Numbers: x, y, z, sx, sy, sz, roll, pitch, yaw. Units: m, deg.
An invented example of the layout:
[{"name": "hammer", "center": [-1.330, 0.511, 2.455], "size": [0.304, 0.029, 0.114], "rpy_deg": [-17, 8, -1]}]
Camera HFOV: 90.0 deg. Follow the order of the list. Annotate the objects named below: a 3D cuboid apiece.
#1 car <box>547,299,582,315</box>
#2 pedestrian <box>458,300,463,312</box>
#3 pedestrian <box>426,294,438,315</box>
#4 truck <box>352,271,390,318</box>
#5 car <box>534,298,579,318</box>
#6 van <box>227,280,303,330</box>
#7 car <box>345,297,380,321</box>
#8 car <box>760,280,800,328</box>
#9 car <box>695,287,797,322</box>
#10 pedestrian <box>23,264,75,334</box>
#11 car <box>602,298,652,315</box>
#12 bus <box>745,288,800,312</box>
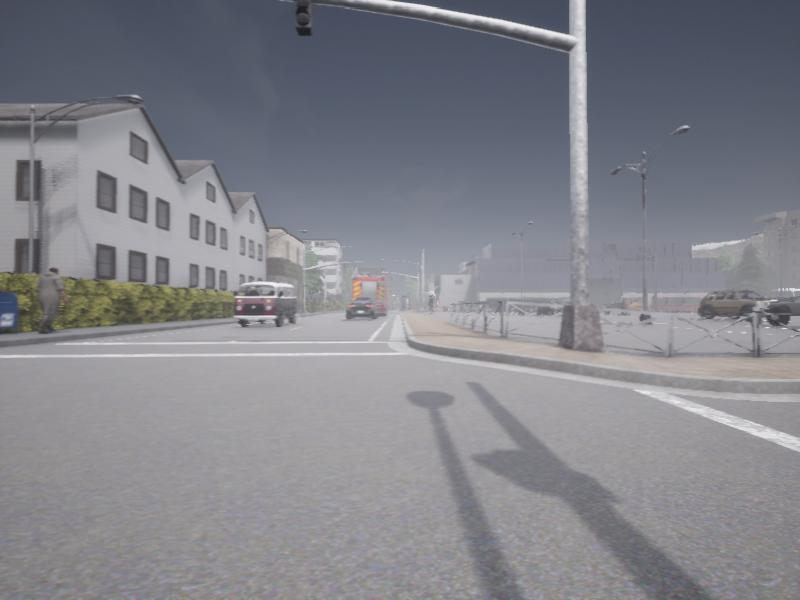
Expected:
[{"name": "car", "center": [16.541, 0.715, 40.389], "size": [1.970, 1.475, 3.806], "rpy_deg": [0, -1, 0]}, {"name": "pedestrian", "center": [9.532, 1.011, 63.366], "size": [0.751, 1.860, 0.751], "rpy_deg": [0, -1, 9]}, {"name": "pedestrian", "center": [2.840, 0.413, 35.627], "size": [0.751, 1.860, 0.751], "rpy_deg": [0, -1, -22]}, {"name": "truck", "center": [-2.518, -0.396, 36.933], "size": [2.891, 3.827, 8.468], "rpy_deg": [0, -1, 0]}, {"name": "car", "center": [12.904, 0.668, 33.327], "size": [2.007, 1.523, 4.514], "rpy_deg": [0, -1, 0]}, {"name": "van", "center": [-6.017, 0.180, 18.461], "size": [2.069, 2.038, 4.480], "rpy_deg": [0, 0, -2]}, {"name": "car", "center": [-2.514, 0.599, 27.997], "size": [2.038, 1.542, 4.974], "rpy_deg": [0, -1, 0]}, {"name": "car", "center": [16.623, 0.137, 15.467], "size": [1.905, 1.878, 3.866], "rpy_deg": [0, -1, 0]}, {"name": "car", "center": [19.881, 0.285, 23.346], "size": [1.932, 1.855, 4.605], "rpy_deg": [0, -1, 0]}, {"name": "pedestrian", "center": [-9.642, -0.017, 11.022], "size": [0.751, 1.860, 0.751], "rpy_deg": [0, -1, 7]}, {"name": "car", "center": [22.957, 0.630, 40.738], "size": [2.152, 1.636, 5.027], "rpy_deg": [0, -1, 0]}, {"name": "bus", "center": [70.862, 0.081, 74.689], "size": [3.944, 4.253, 10.273], "rpy_deg": [0, -1, -1]}]
